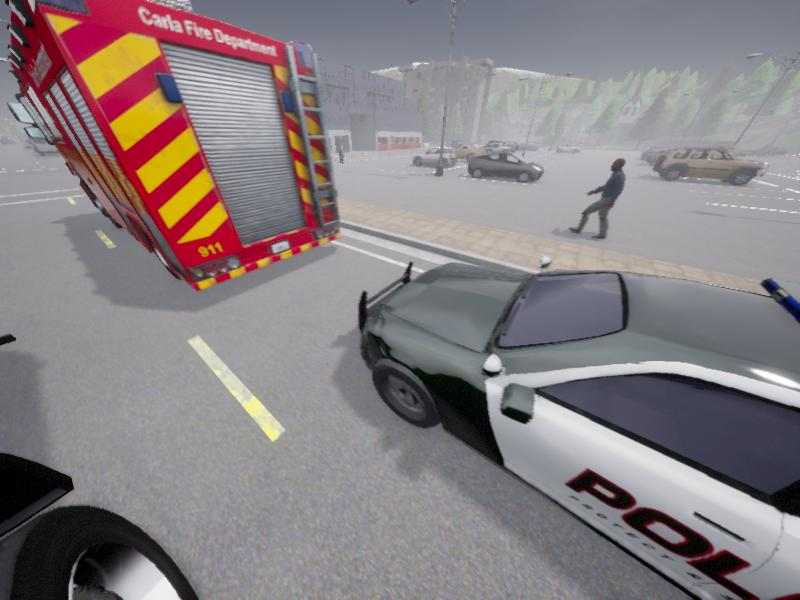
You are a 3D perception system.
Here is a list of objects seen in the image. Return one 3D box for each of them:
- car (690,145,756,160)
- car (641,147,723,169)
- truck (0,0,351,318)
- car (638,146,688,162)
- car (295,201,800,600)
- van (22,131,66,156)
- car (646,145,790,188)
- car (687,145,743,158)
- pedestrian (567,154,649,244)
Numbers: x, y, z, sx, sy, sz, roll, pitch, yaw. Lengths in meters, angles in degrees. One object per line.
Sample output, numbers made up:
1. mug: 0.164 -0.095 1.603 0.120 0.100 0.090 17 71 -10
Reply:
1. car: 45.802 -21.114 32.968 5.027 1.636 2.152 23 41 28
2. car: 26.701 -13.668 22.189 4.514 1.523 2.007 23 41 28
3. truck: -5.406 -3.411 5.366 8.468 3.827 2.891 23 41 29
4. car: 32.622 -18.267 28.796 3.633 1.501 1.845 23 41 28
5. car: 1.775 0.601 1.737 4.974 1.542 2.038 23 41 29
6. van: -47.568 -20.901 30.861 5.915 2.561 1.988 23 41 29
7. car: 18.788 -8.303 14.170 4.605 1.855 1.932 23 41 28
8. car: 47.607 -22.579 35.075 4.514 1.523 2.007 23 41 28
9. pedestrian: 4.977 -2.452 5.656 0.751 1.860 0.751 24 42 30
